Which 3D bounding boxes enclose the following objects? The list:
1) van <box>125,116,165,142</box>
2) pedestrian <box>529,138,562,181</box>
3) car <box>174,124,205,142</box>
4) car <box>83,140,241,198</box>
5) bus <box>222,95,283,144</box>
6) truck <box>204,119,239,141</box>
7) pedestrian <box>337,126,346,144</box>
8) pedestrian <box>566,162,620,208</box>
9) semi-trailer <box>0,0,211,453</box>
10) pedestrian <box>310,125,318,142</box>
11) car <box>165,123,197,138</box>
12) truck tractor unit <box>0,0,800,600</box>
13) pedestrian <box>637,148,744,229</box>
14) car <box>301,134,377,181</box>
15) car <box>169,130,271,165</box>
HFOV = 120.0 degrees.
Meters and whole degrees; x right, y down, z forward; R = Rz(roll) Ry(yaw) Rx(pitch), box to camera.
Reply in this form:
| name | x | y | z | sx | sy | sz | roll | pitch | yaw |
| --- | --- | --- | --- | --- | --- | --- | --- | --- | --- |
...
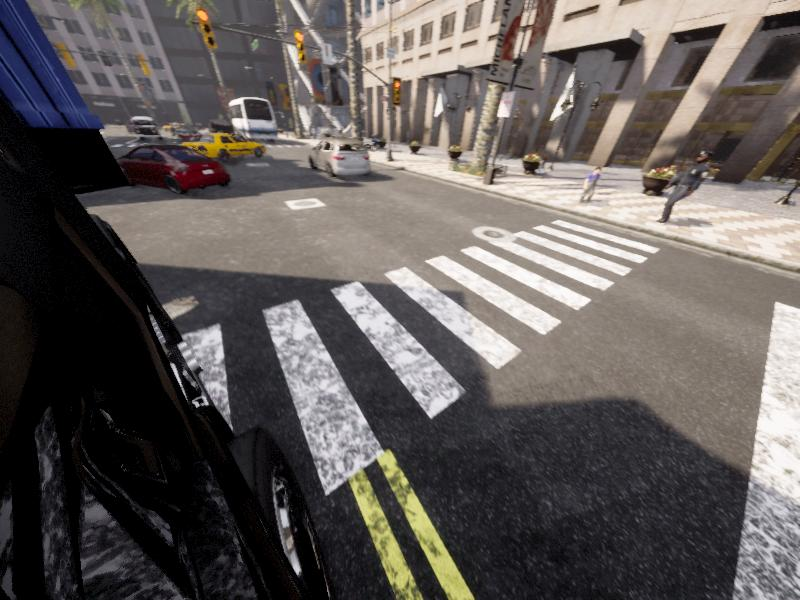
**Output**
| name | x | y | z | sx | sy | sz | roll | pitch | yaw |
| --- | --- | --- | --- | --- | --- | --- | --- | --- | --- |
| van | -27.508 | -18.613 | 25.119 | 2.069 | 2.038 | 4.480 | -23 | 44 | -30 |
| pedestrian | 7.767 | -7.532 | 12.410 | 0.751 | 1.860 | 0.751 | 30 | 45 | 32 |
| car | -24.764 | -19.629 | 27.137 | 2.163 | 1.488 | 4.792 | -23 | 44 | -31 |
| car | -8.758 | -5.052 | 8.722 | 4.181 | 1.385 | 1.994 | 13 | 38 | 14 |
| bus | -19.278 | -23.194 | 29.951 | 3.944 | 4.253 | 10.273 | -23 | 44 | -31 |
| truck | -23.480 | -22.333 | 30.328 | 2.390 | 2.098 | 6.274 | -24 | 44 | -31 |
| pedestrian | -7.779 | -21.888 | 30.653 | 0.751 | 1.860 | 0.751 | -22 | 43 | -29 |
| pedestrian | 6.744 | -4.074 | 8.177 | 0.751 | 1.300 | 0.751 | 6 | 37 | 4 |
| semi-trailer | -10.071 | -1.696 | 1.566 | 14.254 | 4.402 | 2.717 | 5 | 36 | 3 |
| pedestrian | -11.780 | -22.817 | 31.638 | 0.751 | 1.860 | 0.751 | -12 | 39 | -19 |
| car | -29.984 | -23.247 | 31.653 | 3.806 | 1.475 | 1.970 | 28 | 44 | 30 |
| truck tractor unit | -2.645 | -0.295 | 0.351 | 6.516 | 4.208 | 3.053 | 28 | 44 | 30 |
| pedestrian | 7.820 | -3.031 | 6.380 | 0.751 | 1.860 | 0.751 | 3 | 37 | 0 |
| car | -3.414 | -7.907 | 12.643 | 2.242 | 1.667 | 4.611 | -20 | 43 | -28 |
| car | -11.410 | -10.233 | 15.318 | 1.801 | 1.575 | 5.366 | 10 | 37 | 11 |
